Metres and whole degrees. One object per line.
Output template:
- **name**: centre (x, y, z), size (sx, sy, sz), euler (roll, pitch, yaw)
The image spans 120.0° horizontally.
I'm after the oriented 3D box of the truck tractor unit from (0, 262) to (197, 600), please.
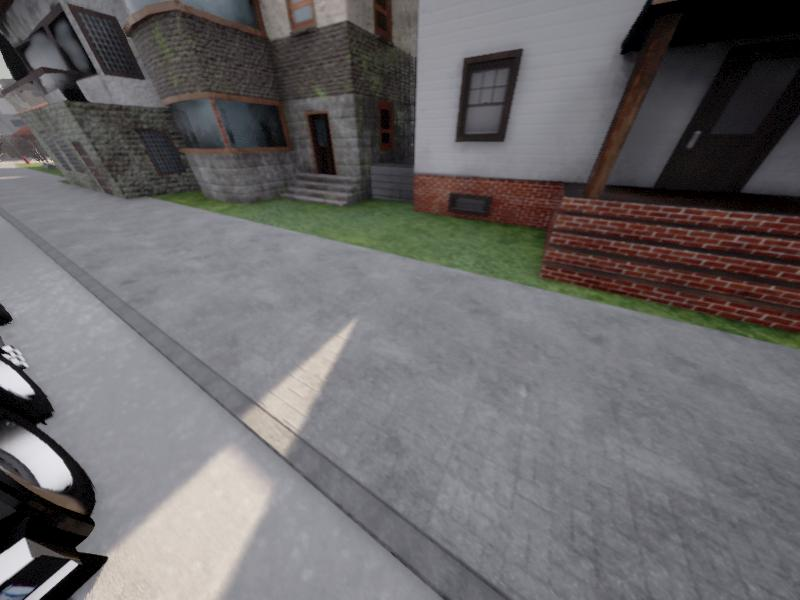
- **truck tractor unit**: centre (-5.114, -0.295, 0.787), size (6.516, 4.208, 3.053), euler (18, 39, 24)
